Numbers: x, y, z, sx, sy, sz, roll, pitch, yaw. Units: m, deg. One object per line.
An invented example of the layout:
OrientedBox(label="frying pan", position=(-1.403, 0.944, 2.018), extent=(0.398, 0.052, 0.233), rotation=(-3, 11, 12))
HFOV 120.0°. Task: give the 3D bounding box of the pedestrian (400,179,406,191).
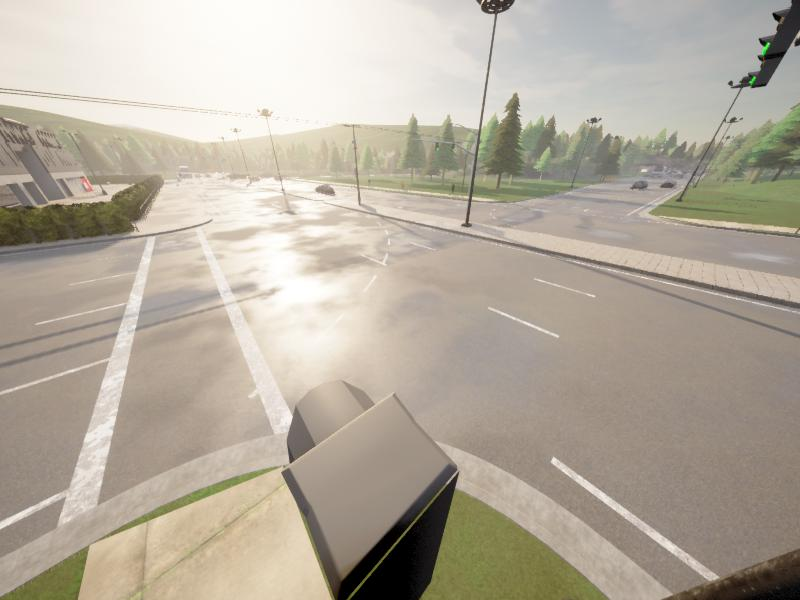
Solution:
OrientedBox(label="pedestrian", position=(0.485, -21.176, 42.569), extent=(0.751, 1.860, 0.751), rotation=(-22, 37, -33))

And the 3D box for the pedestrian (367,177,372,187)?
OrientedBox(label="pedestrian", position=(-6.600, -25.473, 50.012), extent=(0.751, 1.860, 0.751), rotation=(-22, 37, -33))

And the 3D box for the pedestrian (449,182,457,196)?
OrientedBox(label="pedestrian", position=(7.953, -16.631, 34.698), extent=(0.751, 1.860, 0.751), rotation=(-22, 36, -33))

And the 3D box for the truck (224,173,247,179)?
OrientedBox(label="truck", position=(-61.552, -46.555, 86.637), extent=(6.274, 2.098, 2.390), rotation=(-4, 30, -6))

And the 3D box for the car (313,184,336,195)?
OrientedBox(label="car", position=(-13.227, -19.384, 40.312), extent=(1.994, 1.385, 4.181), rotation=(-23, 37, -34))
